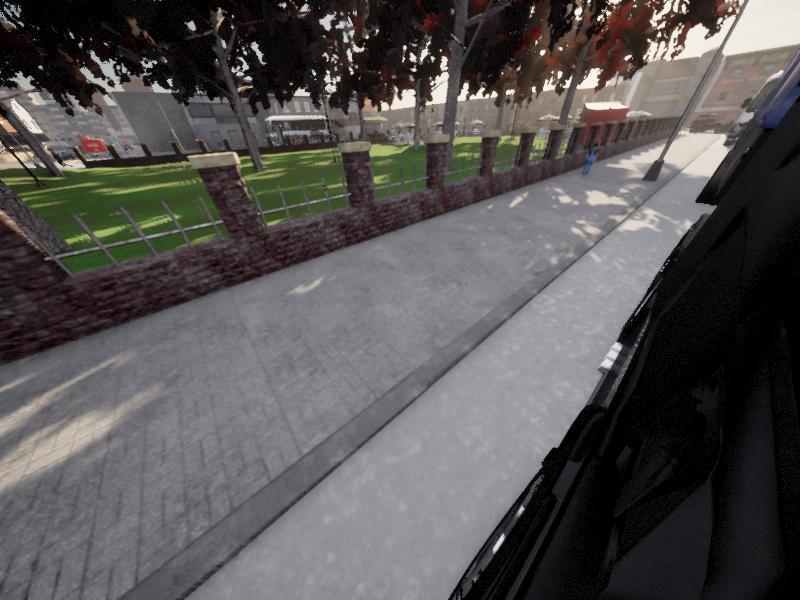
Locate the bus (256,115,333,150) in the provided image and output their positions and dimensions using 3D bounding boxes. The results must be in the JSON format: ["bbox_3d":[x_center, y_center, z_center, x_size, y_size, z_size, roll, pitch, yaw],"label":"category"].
[{"bbox_3d":[-17.329,-28.272,38.851,10.273,4.253,3.944,-27,43,-29],"label":"bus"}]

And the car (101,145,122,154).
[{"bbox_3d":[-62.198,-32.505,49.855,1.994,1.385,4.181,-29,44,-30],"label":"car"}]

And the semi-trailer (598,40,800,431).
[{"bbox_3d":[8.674,-3.633,4.235,14.254,4.402,2.717,-29,44,-30],"label":"semi-trailer"}]

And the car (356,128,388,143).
[{"bbox_3d":[-5.133,-30.870,43.327,5.566,2.045,2.150,-30,45,-31],"label":"car"}]

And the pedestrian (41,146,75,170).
[{"bbox_3d":[-32.263,-13.374,21.815,0.751,1.860,0.751,-22,41,-24],"label":"pedestrian"}]

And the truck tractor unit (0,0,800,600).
[{"bbox_3d":[2.645,-0.295,0.351,6.516,4.208,3.053,-28,44,-30],"label":"truck tractor unit"}]

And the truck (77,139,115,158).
[{"bbox_3d":[-52.071,-26.114,39.771,2.627,2.467,5.204,-29,44,-31],"label":"truck"}]

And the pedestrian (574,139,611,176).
[{"bbox_3d":[8.329,-6.179,10.022,0.751,1.300,0.751,24,44,31],"label":"pedestrian"}]

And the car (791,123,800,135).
[{"bbox_3d":[39.266,-16.357,21.455,1.851,1.617,3.988,28,46,34],"label":"car"}]

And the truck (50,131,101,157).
[{"bbox_3d":[-63.513,-30.724,45.532,2.891,3.827,8.468,-27,43,-28],"label":"truck"}]

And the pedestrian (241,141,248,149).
[{"bbox_3d":[-26.350,-26.269,39.194,0.500,1.100,0.500,-28,44,-30],"label":"pedestrian"}]

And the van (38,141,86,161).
[{"bbox_3d":[-54.588,-24.267,37.519,2.351,2.431,6.366,-26,43,-28],"label":"van"}]

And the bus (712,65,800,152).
[{"bbox_3d":[28.150,-14.056,16.915,10.273,4.253,3.944,-29,44,-28],"label":"bus"}]

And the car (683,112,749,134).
[{"bbox_3d":[37.579,-21.118,27.660,1.905,1.878,3.866,-11,37,-11],"label":"car"}]

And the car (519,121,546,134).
[{"bbox_3d":[25.939,-33.853,45.348,1.905,1.878,3.866,-28,43,-30],"label":"car"}]

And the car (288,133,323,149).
[{"bbox_3d":[-15.060,-25.533,37.029,4.605,1.855,1.932,-29,44,-31],"label":"car"}]

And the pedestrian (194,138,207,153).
[{"bbox_3d":[-30.776,-23.831,35.617,0.751,1.860,0.751,-26,43,-27],"label":"pedestrian"}]

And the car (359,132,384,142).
[{"bbox_3d":[-5.786,-33.434,47.278,4.674,1.442,1.812,-27,43,-28],"label":"car"}]

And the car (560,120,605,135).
[{"bbox_3d":[29.286,-27.791,37.283,1.930,1.638,5.238,-28,44,-30],"label":"car"}]

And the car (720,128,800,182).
[{"bbox_3d":[16.092,-6.414,9.958,5.357,1.411,2.033,-28,44,-30],"label":"car"}]
